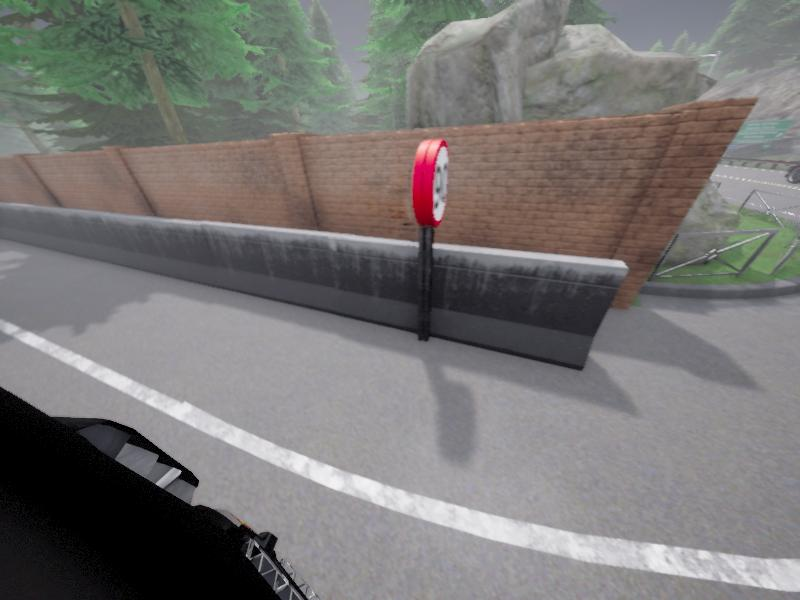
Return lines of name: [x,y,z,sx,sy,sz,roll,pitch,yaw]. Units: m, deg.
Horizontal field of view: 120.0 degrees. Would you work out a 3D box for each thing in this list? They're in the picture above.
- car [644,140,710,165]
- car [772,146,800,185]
car: [22.662,-12.243,19.150,1.789,1.549,3.705,10,36,18]
car: [17.798,-4.949,8.632,1.994,1.385,4.181,10,36,19]
